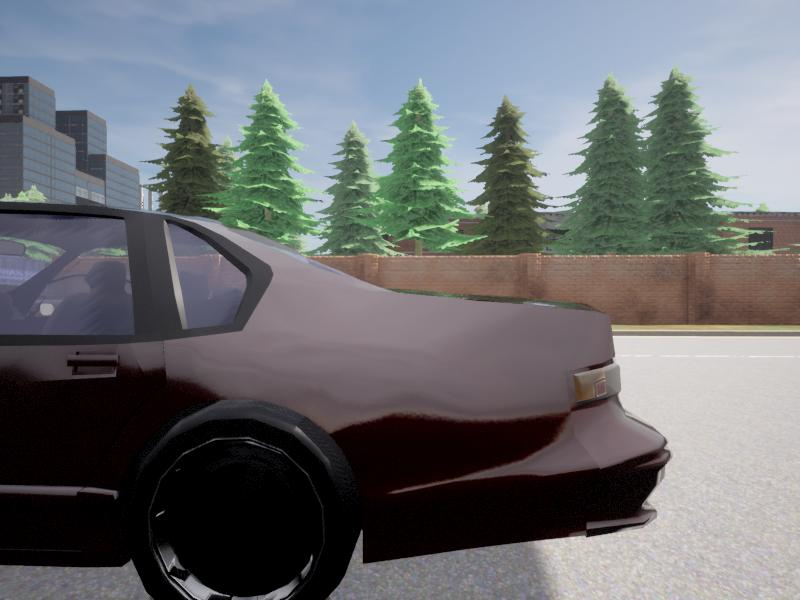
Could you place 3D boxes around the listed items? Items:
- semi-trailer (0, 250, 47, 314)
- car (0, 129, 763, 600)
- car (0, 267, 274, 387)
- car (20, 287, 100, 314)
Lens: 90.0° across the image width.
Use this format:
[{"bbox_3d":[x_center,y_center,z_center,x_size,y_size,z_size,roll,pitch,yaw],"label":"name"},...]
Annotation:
[{"bbox_3d":[-28.722,-1.221,23.655,2.717,4.402,14.254,0,0,2],"label":"semi-trailer"},{"bbox_3d":[-1.761,0.294,2.089,5.357,1.411,2.033,0,0,2],"label":"car"},{"bbox_3d":[-4.212,0.307,5.691,4.181,1.385,1.994,0,0,2],"label":"car"},{"bbox_3d":[-25.024,0.057,29.726,1.932,1.855,4.605,0,-1,2],"label":"car"}]
